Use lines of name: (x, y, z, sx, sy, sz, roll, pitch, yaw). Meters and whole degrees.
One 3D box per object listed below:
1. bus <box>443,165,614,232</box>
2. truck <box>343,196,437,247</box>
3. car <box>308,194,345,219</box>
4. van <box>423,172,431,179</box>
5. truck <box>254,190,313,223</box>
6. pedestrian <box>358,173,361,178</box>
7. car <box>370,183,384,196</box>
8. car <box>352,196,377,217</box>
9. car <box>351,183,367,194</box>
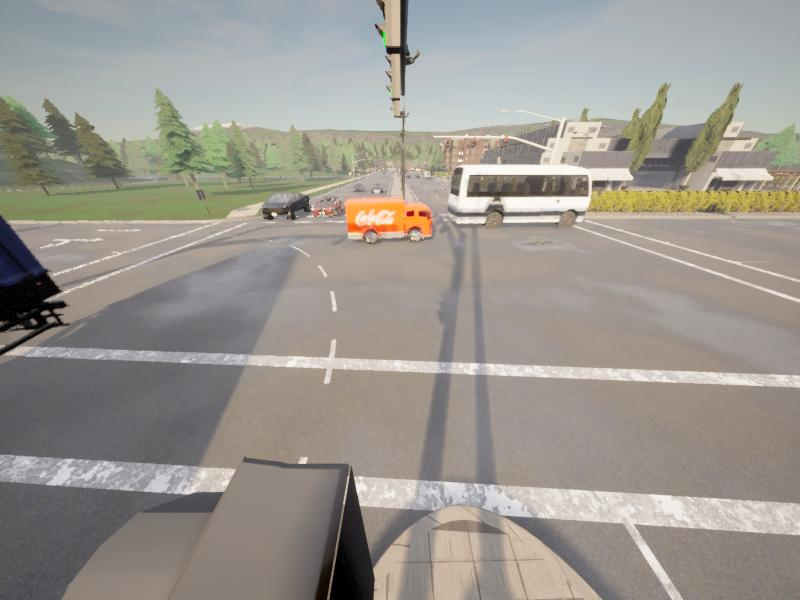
bus: (9.034, -8.001, 17.913, 10.273, 4.253, 3.944, -2, 30, -3)
truck: (-0.629, -5.000, 14.495, 5.204, 2.467, 2.627, -3, 30, -4)
car: (-7.055, -9.353, 22.885, 2.152, 1.651, 5.027, 0, 30, -1)
van: (10.511, -48.399, 89.699, 2.351, 2.431, 6.366, 0, 30, 1)
truck: (-10.539, -8.989, 21.779, 2.390, 2.098, 6.274, 0, 30, -1)
pedestrian: (-16.428, -50.686, 93.883, 0.751, 1.860, 0.751, 2, 30, 3)
car: (-3.864, -19.215, 39.958, 2.033, 1.649, 4.856, 0, 30, -1)
car: (-3.462, -9.470, 23.340, 1.994, 1.385, 4.181, -1, 30, -3)
car: (-7.399, -20.322, 41.975, 2.038, 1.542, 4.974, 0, 30, -1)
